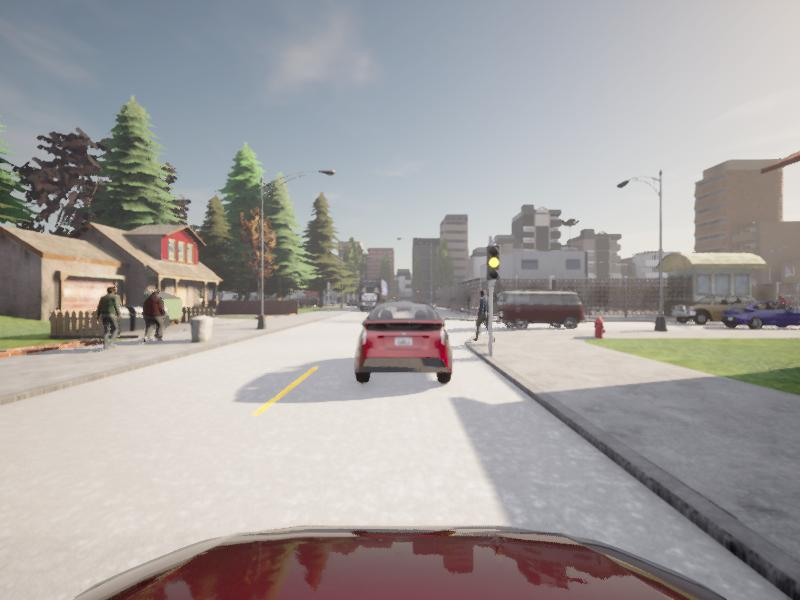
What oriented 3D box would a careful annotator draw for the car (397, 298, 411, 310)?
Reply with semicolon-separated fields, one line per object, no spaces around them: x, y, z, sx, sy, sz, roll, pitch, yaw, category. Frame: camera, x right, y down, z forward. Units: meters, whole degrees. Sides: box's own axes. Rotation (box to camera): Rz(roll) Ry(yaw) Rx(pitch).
0.581;0.589;58.511;1.930;1.638;5.238;0;0;0;car

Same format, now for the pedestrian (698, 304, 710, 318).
22.954;0.818;30.210;0.500;1.100;0.500;0;0;3;pedestrian

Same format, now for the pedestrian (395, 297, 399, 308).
-0.509;0.423;68.998;0.751;1.860;0.751;0;0;-1;pedestrian

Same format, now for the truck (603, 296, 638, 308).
35.571;0.304;64.568;4.478;2.038;2.069;0;0;0;truck

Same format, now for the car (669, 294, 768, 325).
19.676;0.574;24.877;4.605;1.855;1.932;0;0;2;car

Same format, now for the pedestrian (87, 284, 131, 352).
-8.332;0.498;11.487;0.751;1.860;0.751;0;0;-4;pedestrian

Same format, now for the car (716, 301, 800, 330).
19.426;0.788;21.015;4.193;1.474;1.816;0;0;0;car

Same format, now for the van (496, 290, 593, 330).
7.467;0.529;20.956;4.442;1.987;1.775;0;0;-5;van

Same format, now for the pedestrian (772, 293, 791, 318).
28.871;0.438;30.293;0.751;1.860;0.751;0;0;1;pedestrian

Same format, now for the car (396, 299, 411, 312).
0.449;0.627;51.817;1.851;1.617;3.988;0;0;0;car

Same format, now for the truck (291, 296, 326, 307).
-17.931;0.298;78.873;6.274;2.098;2.390;0;0;0;truck

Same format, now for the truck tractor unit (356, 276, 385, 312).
-3.576;-0.674;50.240;3.053;4.208;6.516;0;0;1;truck tractor unit

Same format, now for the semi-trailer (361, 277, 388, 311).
-3.464;-0.798;58.153;2.717;4.402;14.254;0;0;1;semi-trailer

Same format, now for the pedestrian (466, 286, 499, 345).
2.737;0.493;13.242;0.751;1.860;0.751;0;0;-38;pedestrian

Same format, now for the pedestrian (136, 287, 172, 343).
-8.332;0.491;13.561;0.751;1.860;0.751;0;0;0;pedestrian

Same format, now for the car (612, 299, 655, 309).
35.374;0.628;60.611;5.357;1.415;2.033;0;0;0;car

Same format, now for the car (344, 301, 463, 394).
0.078;0.800;8.969;2.007;1.525;4.514;0;0;0;car
